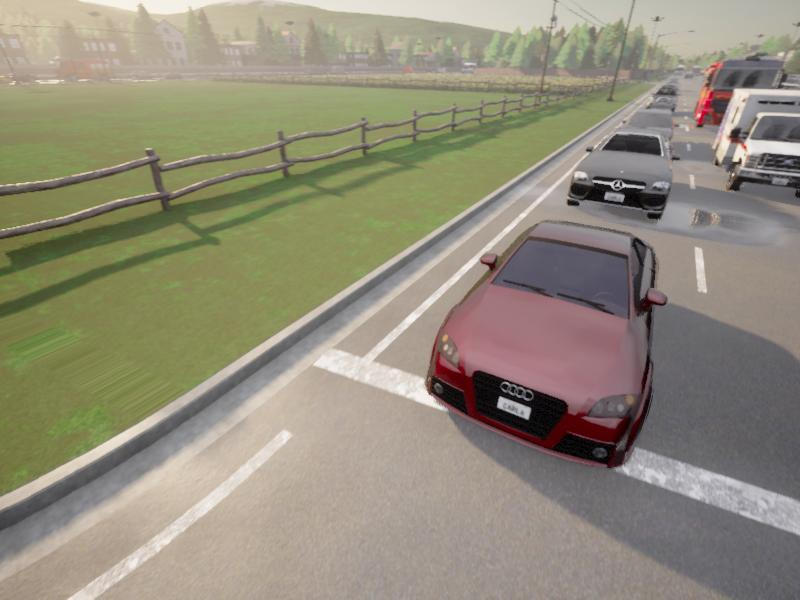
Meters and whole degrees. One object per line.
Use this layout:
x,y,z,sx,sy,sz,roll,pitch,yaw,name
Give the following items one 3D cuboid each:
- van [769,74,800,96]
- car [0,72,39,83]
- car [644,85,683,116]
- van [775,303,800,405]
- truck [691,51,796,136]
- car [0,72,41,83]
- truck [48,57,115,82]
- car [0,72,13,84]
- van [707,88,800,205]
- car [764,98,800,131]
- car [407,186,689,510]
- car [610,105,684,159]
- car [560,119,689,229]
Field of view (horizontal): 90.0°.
55.327,-30.778,57.136,2.351,2.431,6.366,18,34,26,van
-65.934,-38.343,68.868,2.128,1.511,4.902,18,34,27,car
20.561,-15.582,31.127,1.932,1.855,4.605,18,34,27,car
4.610,0.939,2.470,2.069,2.038,4.480,16,33,25,van
19.901,-12.488,23.899,2.891,3.827,8.468,18,34,26,truck
-63.459,-37.022,66.564,1.882,1.535,5.008,18,34,27,car
-58.175,-42.300,73.401,2.891,3.827,8.468,18,34,27,truck
-63.202,-33.861,61.167,1.801,1.575,5.366,18,34,27,car
11.568,-5.051,12.435,2.351,2.431,6.366,17,34,26,van
23.603,-11.143,23.941,1.845,1.501,3.633,18,34,26,car
1.995,-0.084,4.833,1.994,1.385,4.181,17,34,26,car
10.861,-7.456,17.465,2.163,1.488,4.792,18,34,26,car
6.136,-3.638,10.723,2.152,1.651,5.027,18,34,26,car
